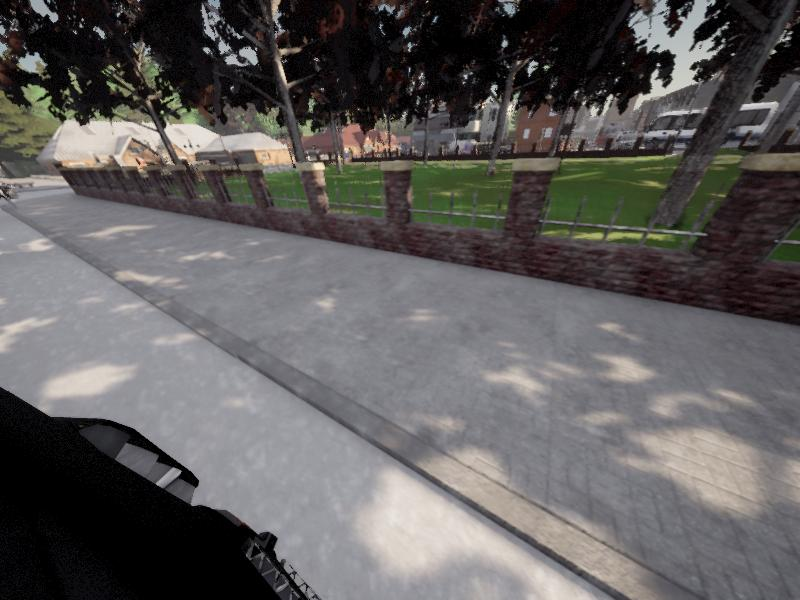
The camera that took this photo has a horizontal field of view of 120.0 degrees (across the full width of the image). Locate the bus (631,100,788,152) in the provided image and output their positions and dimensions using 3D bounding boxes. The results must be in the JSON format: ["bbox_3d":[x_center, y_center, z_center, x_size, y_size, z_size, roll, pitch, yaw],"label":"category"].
[{"bbox_3d":[36.551,-20.962,28.470,10.273,4.253,3.944,27,43,36],"label":"bus"}]

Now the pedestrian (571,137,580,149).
[{"bbox_3d":[32.593,-29.135,42.929,0.751,1.860,0.751,8,35,16],"label":"pedestrian"}]

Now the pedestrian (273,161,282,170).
[{"bbox_3d":[-16.683,-18.324,31.436,0.500,1.100,0.500,16,38,26],"label":"pedestrian"}]

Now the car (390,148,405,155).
[{"bbox_3d":[-0.753,-44.671,69.417,2.163,1.488,4.792,16,38,26],"label":"car"}]

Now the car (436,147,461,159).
[{"bbox_3d":[8.068,-24.683,38.791,3.633,1.501,1.845,15,38,25],"label":"car"}]

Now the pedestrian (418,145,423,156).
[{"bbox_3d":[4.243,-31.227,48.335,0.751,1.860,0.751,-31,42,-35],"label":"pedestrian"}]

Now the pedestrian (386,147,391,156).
[{"bbox_3d":[-2.839,-36.045,56.145,0.751,1.860,0.751,22,41,33],"label":"pedestrian"}]

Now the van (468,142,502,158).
[{"bbox_3d":[13.218,-23.359,35.988,4.442,1.987,1.775,15,38,24],"label":"van"}]

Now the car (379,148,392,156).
[{"bbox_3d":[-4.030,-41.440,64.738,1.851,1.617,3.988,16,38,26],"label":"car"}]

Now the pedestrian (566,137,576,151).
[{"bbox_3d":[27.902,-25.404,37.729,0.751,1.860,0.751,22,41,32],"label":"pedestrian"}]

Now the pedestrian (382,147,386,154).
[{"bbox_3d":[-5.005,-46.365,71.718,0.751,1.860,0.751,17,39,27],"label":"pedestrian"}]

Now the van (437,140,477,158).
[{"bbox_3d":[10.116,-27.131,41.477,6.366,2.431,2.351,16,38,26],"label":"van"}]

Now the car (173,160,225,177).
[{"bbox_3d":[-27.305,-18.058,31.610,2.242,1.667,4.611,16,38,26],"label":"car"}]

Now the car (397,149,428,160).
[{"bbox_3d":[2.227,-26.442,42.013,5.357,1.411,2.033,17,39,27],"label":"car"}]

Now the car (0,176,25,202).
[{"bbox_3d":[-30.810,-7.788,16.664,1.882,1.535,5.008,-22,39,-25],"label":"car"}]

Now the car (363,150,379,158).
[{"bbox_3d":[-7.496,-37.815,59.814,1.994,1.385,4.181,16,38,26],"label":"car"}]

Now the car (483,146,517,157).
[{"bbox_3d":[16.481,-24.629,38.246,4.718,1.301,1.895,18,39,28],"label":"car"}]

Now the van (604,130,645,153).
[{"bbox_3d":[32.461,-23.124,33.712,2.351,2.431,6.366,11,36,24],"label":"van"}]

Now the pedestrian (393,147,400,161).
[{"bbox_3d":[-0.566,-24.007,37.950,0.751,1.860,0.751,15,38,25],"label":"pedestrian"}]

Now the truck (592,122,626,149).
[{"bbox_3d":[40.140,-31.802,44.785,2.891,3.827,8.468,16,38,26],"label":"truck"}]

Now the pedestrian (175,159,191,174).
[{"bbox_3d":[-31.552,-19.452,33.633,0.751,1.860,0.751,11,36,20],"label":"pedestrian"}]
